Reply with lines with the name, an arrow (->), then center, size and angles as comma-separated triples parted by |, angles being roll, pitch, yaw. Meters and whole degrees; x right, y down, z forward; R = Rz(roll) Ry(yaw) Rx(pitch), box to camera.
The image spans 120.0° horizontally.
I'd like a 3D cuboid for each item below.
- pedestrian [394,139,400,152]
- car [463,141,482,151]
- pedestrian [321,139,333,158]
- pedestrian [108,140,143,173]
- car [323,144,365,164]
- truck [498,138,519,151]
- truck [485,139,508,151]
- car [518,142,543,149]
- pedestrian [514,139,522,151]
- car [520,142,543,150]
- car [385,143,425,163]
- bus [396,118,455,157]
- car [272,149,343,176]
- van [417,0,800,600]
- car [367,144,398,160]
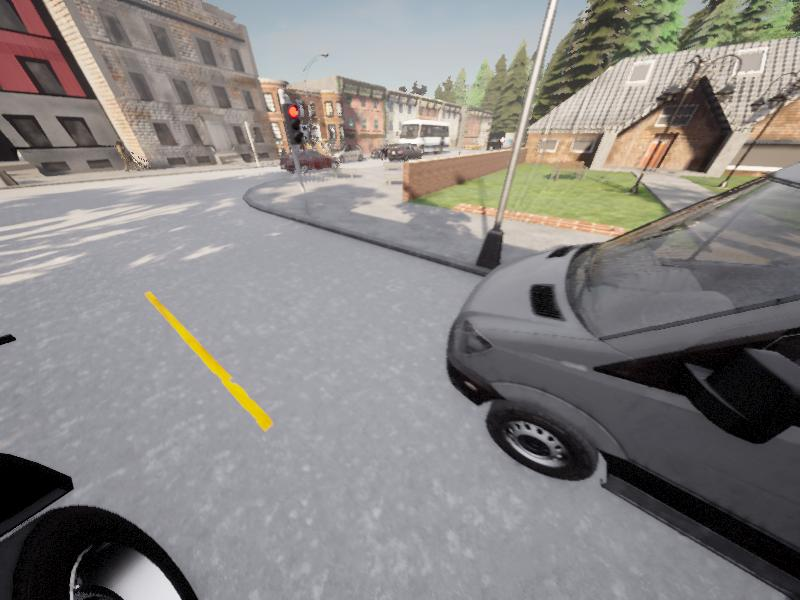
pedestrian -> -0.457, -27.373, 40.958 | 0.751, 1.860, 0.751 | 29, 44, 34
car -> 15.298, -32.308, 48.462 | 1.801, 1.575, 5.366 | 23, 41, 28
pedestrian -> -8.737, -18.077, 27.626 | 0.751, 1.860, 0.751 | 19, 39, 24
pedestrian -> -19.001, -9.963, 16.039 | 0.751, 1.860, 0.751 | 26, 42, 31
car -> -5.762, -15.457, 24.379 | 1.851, 1.617, 3.988 | 22, 41, 28
truck -> 25.554, -36.758, 54.438 | 2.627, 2.467, 5.204 | 23, 41, 28
truck -> 20.252, -32.527, 48.365 | 2.390, 2.098, 6.274 | 23, 41, 28
car -> 35.675, -42.384, 63.330 | 5.366, 1.575, 1.801 | 5, 35, 6
pedestrian -> 23.457, -30.834, 45.976 | 0.751, 1.860, 0.751 | 8, 36, 10
car -> 34.250, -40.111, 60.174 | 4.514, 1.525, 2.007 | 0, 35, 0
car -> 0.653, -16.686, 26.117 | 2.242, 1.667, 4.611 | 23, 41, 28
bus -> 4.010, -24.238, 34.614 | 3.944, 4.253, 10.273 | 23, 41, 28
car -> -6.817, -10.553, 17.558 | 1.812, 1.442, 4.674 | 23, 41, 28
van -> 3.161, 0.568, 0.925 | 5.915, 2.561, 1.988 | 23, 41, 29
car -> -2.057, -18.390, 28.635 | 1.845, 1.501, 3.633 | 23, 41, 28
